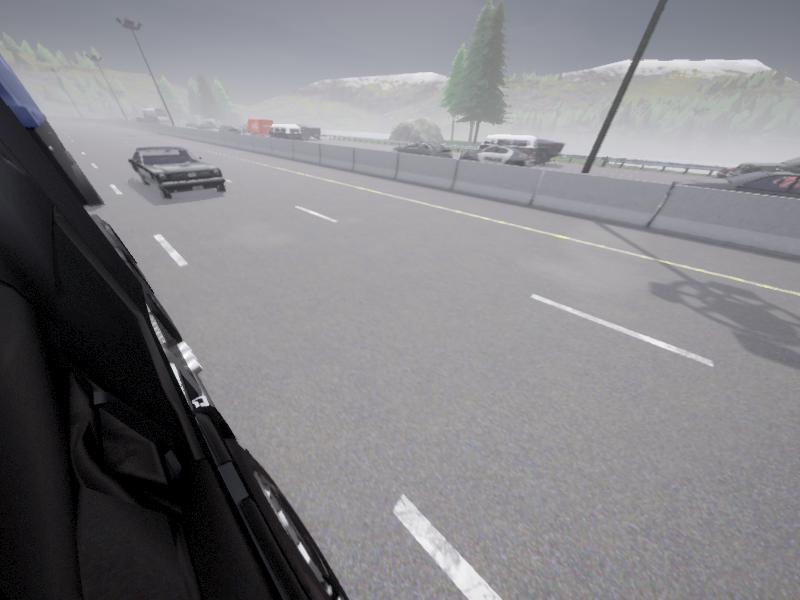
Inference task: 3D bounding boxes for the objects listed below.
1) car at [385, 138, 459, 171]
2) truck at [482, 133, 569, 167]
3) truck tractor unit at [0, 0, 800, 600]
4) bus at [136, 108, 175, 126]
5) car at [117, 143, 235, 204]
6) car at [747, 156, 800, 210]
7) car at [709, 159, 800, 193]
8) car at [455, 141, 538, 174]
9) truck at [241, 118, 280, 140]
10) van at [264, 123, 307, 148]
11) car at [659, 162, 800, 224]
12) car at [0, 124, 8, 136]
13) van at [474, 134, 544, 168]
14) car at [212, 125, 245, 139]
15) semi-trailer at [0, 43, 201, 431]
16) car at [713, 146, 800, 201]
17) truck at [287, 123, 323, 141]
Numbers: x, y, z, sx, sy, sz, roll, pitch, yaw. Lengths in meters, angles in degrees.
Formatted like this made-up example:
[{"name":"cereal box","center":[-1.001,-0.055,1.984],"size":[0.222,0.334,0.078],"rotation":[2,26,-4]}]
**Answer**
[{"name":"car","center":[1.460,-10.659,16.772],"size":[4.902,1.511,2.128],"rotation":[28,44,30]},{"name":"truck","center":[11.267,-13.888,21.196],"size":[6.274,2.098,2.390],"rotation":[28,44,30]},{"name":"truck tractor unit","center":[-2.645,-0.295,0.351],"size":[6.516,4.208,3.053],"rotation":[28,44,30]},{"name":"bus","center":[-76.416,-57.144,72.133],"size":[10.273,4.253,3.944],"rotation":[21,40,23]},{"name":"car","center":[-8.419,-4.891,8.622],"size":[4.718,1.301,1.895],"rotation":[28,44,30]},{"name":"car","center":[18.484,-4.467,9.249],"size":[4.553,1.767,2.097],"rotation":[28,44,30]},{"name":"car","center":[22.764,-7.453,13.929],"size":[4.718,1.301,1.895],"rotation":[28,44,30]},{"name":"car","center":[6.885,-10.518,16.894],"size":[4.974,1.542,2.038],"rotation":[28,44,30]},{"name":"truck","center":[-21.113,-25.777,34.886],"size":[5.204,2.467,2.627],"rotation":[28,44,30]},{"name":"van","center":[-12.813,-18.461,25.933],"size":[4.480,2.038,2.069],"rotation":[28,44,30]},{"name":"car","center":[13.876,-4.018,8.706],"size":[5.357,1.411,2.033],"rotation":[28,44,30]},{"name":"car","center":[-43.657,-18.388,24.109],"size":[3.866,1.878,1.905],"rotation":[28,44,30]},{"name":"van","center":[8.859,-12.412,19.121],"size":[4.480,2.038,2.069],"rotation":[28,44,30]},{"name":"car","center":[-25.609,-25.038,34.428],"size":[4.902,1.511,2.128],"rotation":[28,44,30]},{"name":"semi-trailer","center":[-8.703,-3.589,4.243],"size":[14.254,4.402,2.717],"rotation":[28,44,30]},{"name":"car","center":[20.633,-6.159,11.440],"size":[5.566,2.045,2.150],"rotation":[28,44,30]},{"name":"truck","center":[-16.029,-28.388,39.004],"size":[6.274,2.098,2.390],"rotation":[28,44,30]}]
